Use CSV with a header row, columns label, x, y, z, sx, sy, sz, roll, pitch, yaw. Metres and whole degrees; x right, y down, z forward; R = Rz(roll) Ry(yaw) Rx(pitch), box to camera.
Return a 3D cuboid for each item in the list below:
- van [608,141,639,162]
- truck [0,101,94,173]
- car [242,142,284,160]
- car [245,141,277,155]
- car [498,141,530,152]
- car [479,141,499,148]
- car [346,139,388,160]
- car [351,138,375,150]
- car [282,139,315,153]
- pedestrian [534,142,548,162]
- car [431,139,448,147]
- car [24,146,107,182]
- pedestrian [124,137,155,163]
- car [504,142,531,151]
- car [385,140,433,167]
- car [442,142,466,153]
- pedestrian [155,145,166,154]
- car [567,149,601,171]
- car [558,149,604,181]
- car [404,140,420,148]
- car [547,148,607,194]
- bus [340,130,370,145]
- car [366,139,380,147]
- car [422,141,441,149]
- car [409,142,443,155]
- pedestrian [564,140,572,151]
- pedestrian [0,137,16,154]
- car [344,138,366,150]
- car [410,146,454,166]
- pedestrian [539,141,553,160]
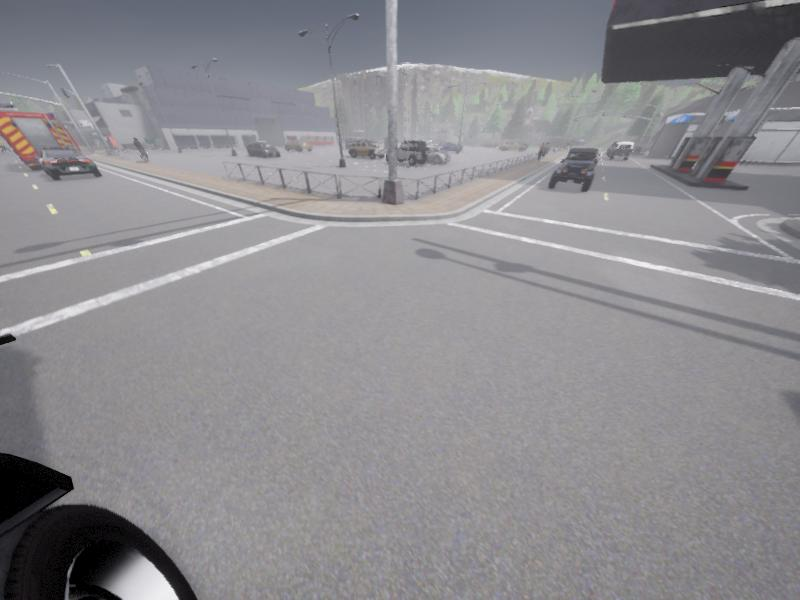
label,x,y,z,sx,sy,sz,roll,pitch,yaw
van,29.406,-19.729,30.571,2.069,2.038,4.480,22,41,28
truck,-27.805,-12.371,17.662,8.468,3.827,2.891,22,41,28
car,-16.006,-17.454,26.985,4.514,1.523,2.007,22,41,28
car,-19.689,-21.586,32.684,3.806,1.475,1.970,22,41,28
car,22.717,-30.649,46.140,5.027,1.636,2.152,22,41,28
car,25.185,-44.079,65.493,4.792,1.488,2.163,22,40,27
car,-3.823,-17.534,26.881,4.605,1.855,1.932,22,41,28
car,-7.631,-32.340,47.807,4.605,1.855,1.932,22,41,28
car,-16.280,-24.776,37.100,5.027,1.636,2.152,22,41,28
pedestrian,15.455,-16.228,25.315,0.751,1.860,0.751,22,41,27
car,12.352,-49.367,72.499,4.605,1.855,1.932,22,40,27
car,-20.518,-8.439,14.160,4.974,1.542,2.038,22,41,28
pedestrian,-22.136,-12.779,19.697,0.751,1.860,0.751,3,35,3
car,24.469,-32.134,48.277,4.514,1.523,2.007,22,41,28
car,0.747,-13.375,21.005,3.866,1.878,1.905,22,41,28
car,9.644,-27.654,41.741,3.633,1.501,1.845,22,41,28
pedestrian,-33.082,-20.788,31.885,0.500,1.100,0.500,22,41,27
car,17.391,-13.256,21.765,1.970,1.475,3.806,22,41,28
car,13.742,-10.357,17.491,2.033,1.649,4.856,22,41,28
car,3.117,-40.805,60.387,3.633,1.501,1.845,22,41,28
car,10.018,-7.444,13.098,1.905,1.878,3.866,22,41,28
bus,-16.464,-59.490,84.458,10.273,4.253,3.944,22,40,27
car,-7.797,-45.896,67.346,1.905,1.878,3.866,22,41,28
car,7.496,-36.915,54.943,3.806,1.475,1.970,22,41,28
car,3.889,-22.988,35.035,4.514,1.523,2.007,22,41,28
pedestrian,34.298,-31.506,47.150,0.751,1.860,0.751,22,41,28
pedestrian,-51.840,-20.231,30.202,0.751,1.860,0.751,-27,43,-33
car,-8.956,-30.853,45.651,3.866,1.878,1.905,22,41,28
car,3.150,-14.502,23.119,3.806,1.475,1.970,22,41,28
pedestrian,17.653,-18.051,27.919,0.751,1.860,0.751,22,41,28
